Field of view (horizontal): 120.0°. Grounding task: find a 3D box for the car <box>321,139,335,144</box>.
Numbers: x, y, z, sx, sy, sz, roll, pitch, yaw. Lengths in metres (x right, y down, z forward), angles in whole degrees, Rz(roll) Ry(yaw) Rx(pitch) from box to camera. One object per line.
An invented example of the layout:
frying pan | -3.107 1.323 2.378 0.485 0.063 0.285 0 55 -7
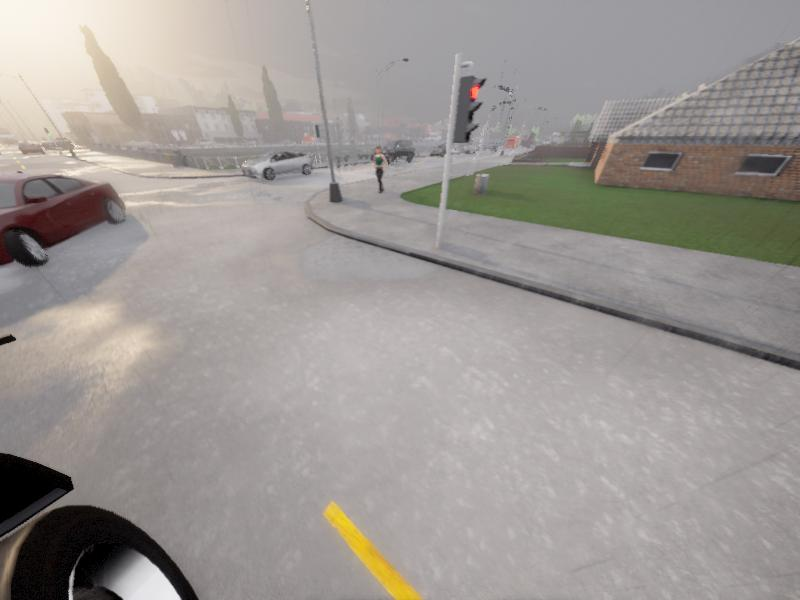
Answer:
car | -26.949 -59.593 86.912 1.837 1.490 4.892 22 41 28

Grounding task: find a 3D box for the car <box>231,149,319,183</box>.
car | -7.980 -9.018 15.310 2.007 1.525 4.514 21 40 26

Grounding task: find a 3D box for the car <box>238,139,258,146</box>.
car | -43.998 -45.639 66.894 1.851 1.617 3.988 22 41 28

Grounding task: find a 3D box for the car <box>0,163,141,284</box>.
car | -9.033 -2.088 5.462 1.882 1.535 5.008 -13 37 -17

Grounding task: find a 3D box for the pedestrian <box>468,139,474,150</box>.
pedestrian | 15.509 -33.832 50.181 0.751 1.860 0.751 21 40 27

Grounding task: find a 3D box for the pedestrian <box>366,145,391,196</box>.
pedestrian | -0.890 -5.637 10.061 0.751 1.860 0.751 14 37 19

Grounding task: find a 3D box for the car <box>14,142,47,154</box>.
car | -54.819 -22.528 34.233 4.181 1.385 1.994 22 41 28

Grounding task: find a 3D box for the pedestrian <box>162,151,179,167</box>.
pedestrian | -19.206 -11.825 19.334 0.500 1.100 0.500 22 41 28

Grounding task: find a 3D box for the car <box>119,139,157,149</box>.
car | -57.655 -34.427 50.868 2.152 1.651 5.027 22 41 28

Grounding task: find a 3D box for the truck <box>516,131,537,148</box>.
truck | 37.025 -46.997 67.537 2.891 3.827 8.468 22 41 28

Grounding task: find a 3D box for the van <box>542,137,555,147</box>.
van | 49.029 -52.248 76.293 2.351 2.431 6.366 22 41 28

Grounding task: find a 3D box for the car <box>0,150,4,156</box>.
car | -54.981 -19.993 30.492 4.974 1.542 2.038 24 42 30

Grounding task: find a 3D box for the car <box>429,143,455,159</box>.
car | 5.759 -20.436 31.544 1.851 1.617 3.988 22 41 28

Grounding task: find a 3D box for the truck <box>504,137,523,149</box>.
truck | 28.439 -39.394 57.864 2.627 2.467 5.204 22 41 28

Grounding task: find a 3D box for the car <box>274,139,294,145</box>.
car | -37.405 -51.063 74.611 1.930 1.638 5.238 22 40 28

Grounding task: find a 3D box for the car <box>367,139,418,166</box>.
car | -0.604 -15.389 23.954 2.150 2.045 5.566 23 41 29

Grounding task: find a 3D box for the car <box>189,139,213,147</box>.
car | -50.795 -40.057 58.923 1.851 1.617 3.988 22 41 28

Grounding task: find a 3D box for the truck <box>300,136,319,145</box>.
truck | -31.671 -56.110 81.094 2.627 2.467 5.204 22 41 28

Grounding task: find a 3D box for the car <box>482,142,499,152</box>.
car | 17.981 -30.442 45.879 1.789 1.549 3.705 22 41 28

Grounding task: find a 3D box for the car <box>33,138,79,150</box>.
car | -63.529 -28.910 42.764 1.905 1.878 3.866 11 36 15

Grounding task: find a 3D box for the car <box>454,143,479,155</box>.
car | 10.880 -24.605 37.568 2.038 1.542 4.974 22 41 28
